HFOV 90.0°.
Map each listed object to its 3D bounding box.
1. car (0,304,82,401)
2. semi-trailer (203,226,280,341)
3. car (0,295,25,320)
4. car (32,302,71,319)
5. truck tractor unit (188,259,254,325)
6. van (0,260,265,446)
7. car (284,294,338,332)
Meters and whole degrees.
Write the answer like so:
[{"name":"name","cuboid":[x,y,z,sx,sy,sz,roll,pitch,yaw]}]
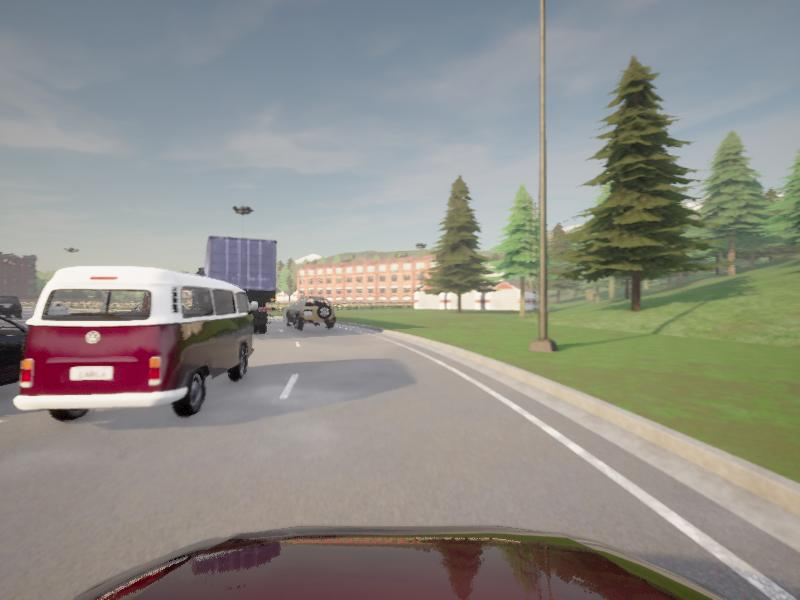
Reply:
[{"name":"car","cuboid":[-7.294,0.842,6.444,1.845,1.501,3.633,0,0,-9]},{"name":"semi-trailer","cuboid":[-9.344,-0.605,22.221,2.717,4.402,14.254,0,0,-26]},{"name":"car","cuboid":[-34.566,0.641,34.533,5.566,2.045,2.150,0,0,36]},{"name":"car","cuboid":[-32.276,0.922,37.075,3.806,1.475,1.970,0,0,37]},{"name":"truck tractor unit","cuboid":[-13.171,-0.494,29.129,3.053,4.208,6.516,0,0,-37]},{"name":"van","cuboid":[-3.796,0.580,6.712,2.069,2.038,4.480,0,0,-7]},{"name":"car","cuboid":[-5.101,0.665,22.448,1.932,1.855,4.605,1,-1,-26]}]
